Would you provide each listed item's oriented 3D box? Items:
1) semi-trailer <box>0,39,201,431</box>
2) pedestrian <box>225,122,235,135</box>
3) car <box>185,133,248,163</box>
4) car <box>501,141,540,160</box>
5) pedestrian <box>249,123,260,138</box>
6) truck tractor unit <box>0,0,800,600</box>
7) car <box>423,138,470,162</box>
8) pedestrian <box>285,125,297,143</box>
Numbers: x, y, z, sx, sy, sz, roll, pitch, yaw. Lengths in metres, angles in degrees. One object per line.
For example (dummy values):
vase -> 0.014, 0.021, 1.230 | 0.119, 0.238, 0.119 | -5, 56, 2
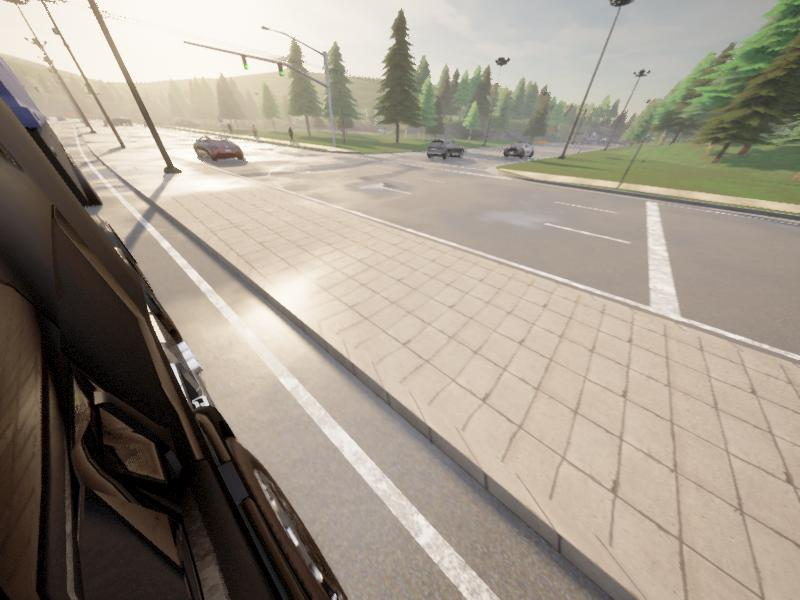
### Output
semi-trailer -> -8.714, -3.576, 4.239 | 14.254, 4.402, 2.717 | 28, 43, 30
pedestrian -> -30.690, -31.011, 41.767 | 0.751, 1.860, 0.751 | 31, 45, 32
car -> -12.761, -10.633, 16.083 | 4.181, 1.385, 1.994 | 28, 43, 30
car -> 13.861, -17.193, 26.484 | 2.038, 1.542, 4.974 | 30, 44, 32
pedestrian -> -22.540, -26.251, 35.852 | 0.751, 1.860, 0.751 | 31, 45, 32
truck tractor unit -> -2.645, -0.295, 0.351 | 6.516, 4.208, 3.053 | 28, 44, 30
car -> 4.504, -14.490, 22.166 | 2.033, 1.649, 4.856 | 27, 43, 30
pedestrian -> -13.935, -21.222, 29.602 | 0.751, 1.860, 0.751 | 31, 45, 33
